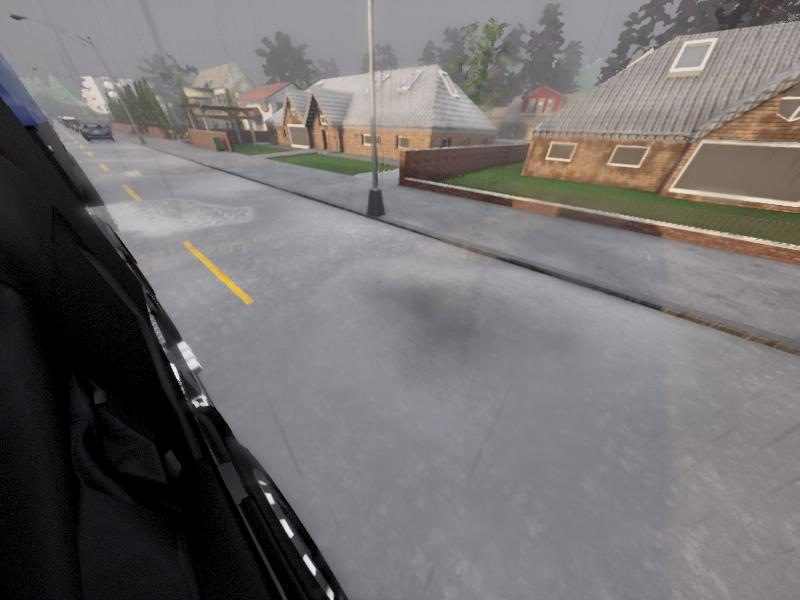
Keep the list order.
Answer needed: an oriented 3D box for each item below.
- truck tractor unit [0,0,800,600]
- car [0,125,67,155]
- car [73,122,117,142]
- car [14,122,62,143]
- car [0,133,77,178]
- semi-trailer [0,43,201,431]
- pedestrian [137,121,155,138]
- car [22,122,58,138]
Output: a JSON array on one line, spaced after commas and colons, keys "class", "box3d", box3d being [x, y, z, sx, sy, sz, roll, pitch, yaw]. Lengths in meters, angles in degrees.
[{"class": "truck tractor unit", "box3d": [-2.645, -0.295, 0.351, 6.516, 4.208, 3.053, 28, 44, 30]}, {"class": "car", "box3d": [-26.186, -11.549, 16.584, 4.514, 1.525, 2.007, 28, 44, 30]}, {"class": "car", "box3d": [-35.284, -19.484, 26.717, 4.611, 1.667, 2.242, 28, 44, 30]}, {"class": "car", "box3d": [-36.718, -17.070, 23.508, 4.514, 1.525, 2.007, 28, 43, 30]}, {"class": "car", "box3d": [-17.507, -6.935, 10.924, 4.181, 1.385, 1.994, 28, 44, 30]}, {"class": "semi-trailer", "box3d": [-8.704, -3.572, 4.265, 14.254, 4.402, 2.717, 28, 44, 30]}, {"class": "pedestrian", "box3d": [-34.195, -22.997, 31.140, 0.751, 1.860, 0.751, 23, 42, 26]}, {"class": "car", "box3d": [-43.726, -20.724, 28.129, 4.193, 1.474, 1.816, 28, 43, 30]}]
